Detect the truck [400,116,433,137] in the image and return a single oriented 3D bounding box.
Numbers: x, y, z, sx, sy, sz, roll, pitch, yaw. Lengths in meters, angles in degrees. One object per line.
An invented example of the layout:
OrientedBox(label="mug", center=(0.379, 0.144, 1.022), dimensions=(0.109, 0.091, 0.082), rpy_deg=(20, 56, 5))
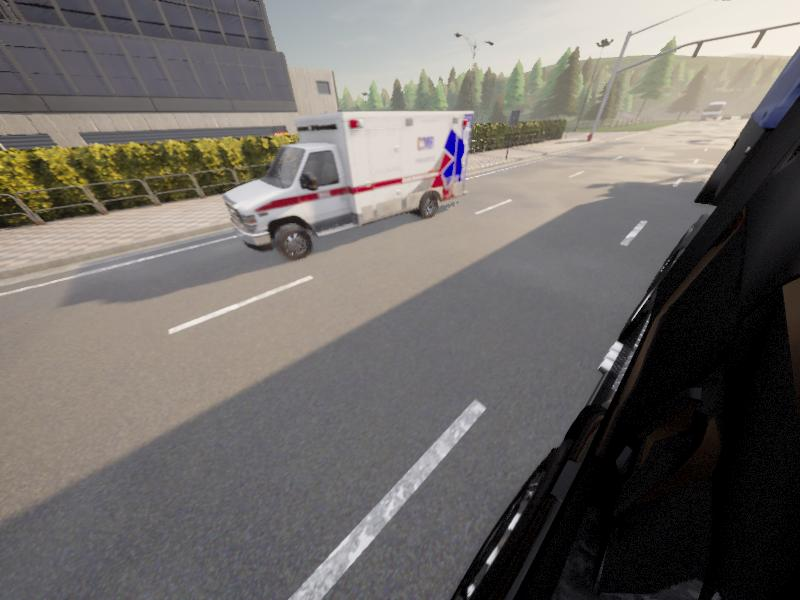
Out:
OrientedBox(label="truck", center=(3.906, -42.808, 57.105), dimensions=(2.891, 3.827, 8.468), rpy_deg=(-28, 44, -30))

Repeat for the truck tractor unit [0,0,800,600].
OrientedBox(label="truck tractor unit", center=(2.645, -0.295, 0.351), dimensions=(6.516, 4.208, 3.053), rpy_deg=(-28, 44, -30))

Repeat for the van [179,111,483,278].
OrientedBox(label="van", center=(-0.937, -3.214, 5.956), dimensions=(6.366, 2.431, 2.351), rpy_deg=(-29, 44, -30))

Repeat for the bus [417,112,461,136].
OrientedBox(label="bus", center=(9.127, -42.567, 56.100), dimensions=(3.944, 4.253, 10.273), rpy_deg=(-28, 44, -30))

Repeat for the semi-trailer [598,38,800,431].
OrientedBox(label="semi-trailer", center=(8.667, -3.633, 4.249), dimensions=(14.254, 4.402, 2.717), rpy_deg=(-29, 44, -30))

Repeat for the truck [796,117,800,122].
OrientedBox(label="truck", center=(74.396, -33.289, 41.120), dimensions=(5.204, 2.467, 2.627), rpy_deg=(-29, 44, -31))
